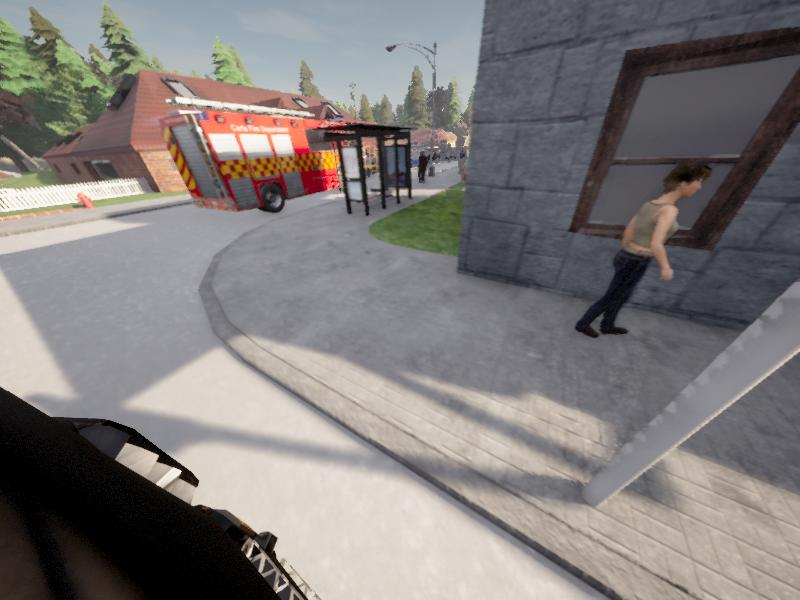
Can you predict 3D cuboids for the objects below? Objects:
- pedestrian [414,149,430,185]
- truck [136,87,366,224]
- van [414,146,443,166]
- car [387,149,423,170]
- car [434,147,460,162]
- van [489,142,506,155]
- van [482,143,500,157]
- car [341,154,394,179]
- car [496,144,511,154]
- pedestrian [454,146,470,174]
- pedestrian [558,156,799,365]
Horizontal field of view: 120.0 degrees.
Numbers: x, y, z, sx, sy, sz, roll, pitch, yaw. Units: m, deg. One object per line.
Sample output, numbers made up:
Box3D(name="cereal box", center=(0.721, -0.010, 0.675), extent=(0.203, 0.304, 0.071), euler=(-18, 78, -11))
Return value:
Box3D(name="pedestrian", center=(1.343, -8.167, 14.193), extent=(0.751, 1.860, 0.751), euler=(11, 36, 19))
Box3D(name="truck", center=(-5.474, -6.896, 11.253), extent=(2.891, 3.827, 8.468), euler=(14, 37, 23))
Box3D(name="van", center=(3.847, -19.269, 30.789), extent=(2.069, 2.038, 4.480), euler=(16, 38, 26))
Box3D(name="car", center=(0.678, -16.007, 26.338), extent=(2.097, 1.767, 4.553), euler=(16, 38, 26))
Box3D(name="car", center=(7.309, -22.539, 35.787), extent=(2.242, 1.667, 4.611), euler=(16, 38, 26))
Box3D(name="van", center=(19.783, -30.637, 46.716), extent=(2.069, 2.038, 4.480), euler=(16, 38, 26))
Box3D(name="van", center=(16.706, -27.569, 42.372), extent=(1.775, 1.987, 4.442), euler=(16, 38, 26))
Box3D(name="car", center=(-2.752, -12.438, 21.416), extent=(1.801, 1.575, 5.366), euler=(17, 38, 27))
Box3D(name="car", center=(23.335, -33.975, 51.837), extent=(1.930, 1.638, 5.238), euler=(16, 38, 26))
Box3D(name="pedestrian", center=(5.004, -11.330, 18.695), extent=(0.751, 1.860, 0.751), euler=(24, 42, 34))
Box3D(name="pedestrian", center=(2.378, -0.363, 2.380), extent=(0.751, 1.860, 0.751), euler=(16, 38, 25))
